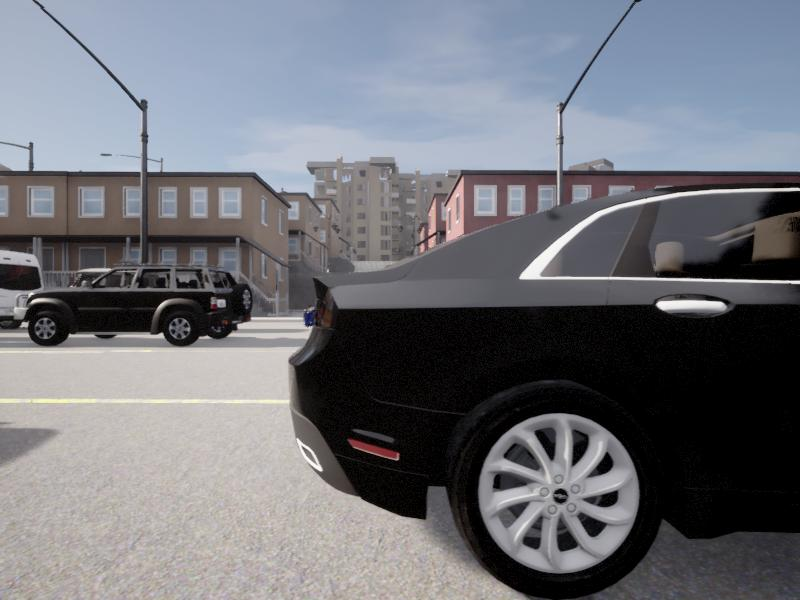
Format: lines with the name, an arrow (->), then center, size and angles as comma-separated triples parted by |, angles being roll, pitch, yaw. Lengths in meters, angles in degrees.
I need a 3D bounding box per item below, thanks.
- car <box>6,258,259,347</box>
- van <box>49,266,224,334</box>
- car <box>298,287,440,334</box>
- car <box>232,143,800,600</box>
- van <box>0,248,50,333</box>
car -> -5.912, 0.050, 9.283 | 4.605, 1.855, 1.932 | 0, 0, 1
van -> -8.237, -0.009, 12.802 | 4.442, 1.987, 1.775 | 0, 0, 1
car -> -0.889, 0.306, 12.719 | 4.181, 1.385, 1.994 | 0, 0, 1
car -> 1.913, 0.245, 2.190 | 4.892, 1.490, 1.837 | 0, 0, 1
van -> -15.075, -0.284, 12.880 | 5.915, 2.561, 1.988 | 0, 0, 1
